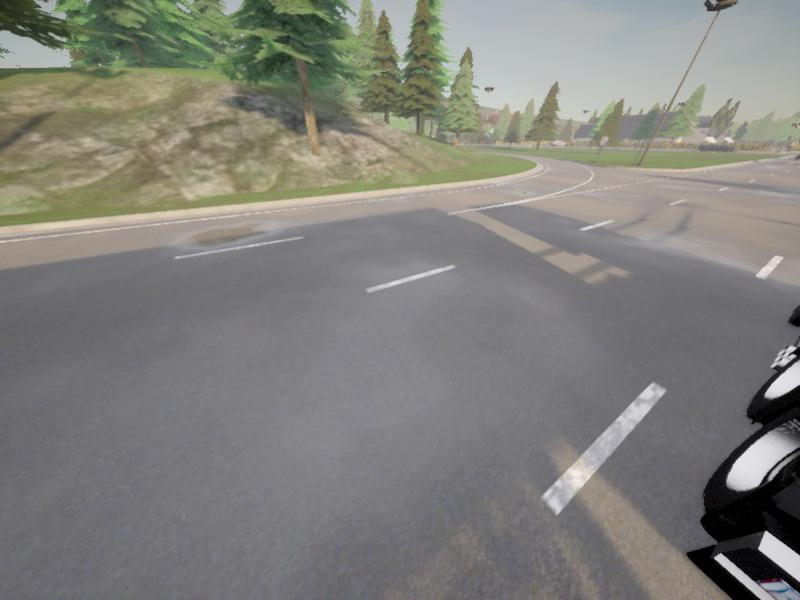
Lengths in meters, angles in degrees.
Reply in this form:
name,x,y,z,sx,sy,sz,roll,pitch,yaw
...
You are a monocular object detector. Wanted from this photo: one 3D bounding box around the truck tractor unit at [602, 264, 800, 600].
name,x,y,z,sx,sy,sz,roll,pitch,yaw
truck tractor unit,5.111,-0.298,0.793,6.516,4.208,3.053,-18,39,-24
